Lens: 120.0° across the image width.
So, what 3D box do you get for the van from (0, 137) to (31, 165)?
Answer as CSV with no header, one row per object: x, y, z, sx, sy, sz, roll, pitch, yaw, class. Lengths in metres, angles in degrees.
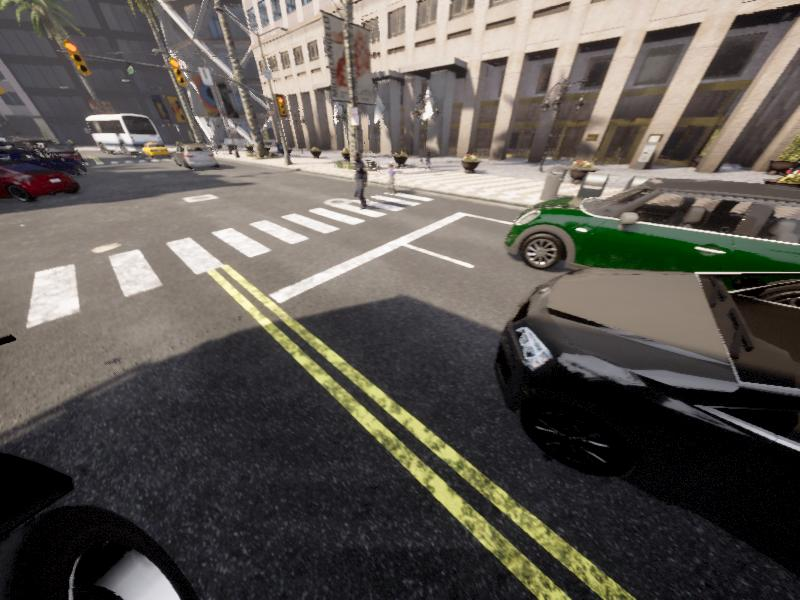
-37.013,-13.848,21.436,4.480,2.038,2.069,24,42,31,van

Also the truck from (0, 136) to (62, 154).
-54.228,-22.539,33.521,6.274,2.098,2.390,4,36,6,truck

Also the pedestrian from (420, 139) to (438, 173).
1.958,-9.730,15.610,0.751,1.860,0.751,30,45,35,pedestrian

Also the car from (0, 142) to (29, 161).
-43.254,-16.229,25.192,3.633,1.501,1.845,16,39,21,car

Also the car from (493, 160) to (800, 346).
4.504,-1.274,4.120,4.553,1.767,2.097,27,43,32,car

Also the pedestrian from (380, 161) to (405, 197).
-0.328,-5.381,10.250,0.751,1.300,0.751,25,42,30,pedestrian

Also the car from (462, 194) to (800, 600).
3.123,0.763,1.366,4.611,1.667,2.242,26,43,32,car

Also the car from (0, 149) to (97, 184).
-21.345,-8.001,13.709,1.845,1.501,3.633,-3,35,-4,car

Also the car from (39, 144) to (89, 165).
-32.895,-14.344,22.619,4.792,1.488,2.163,25,42,31,car

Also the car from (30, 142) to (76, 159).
-41.121,-17.785,27.426,3.806,1.475,1.970,17,39,23,car

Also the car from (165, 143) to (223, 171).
-17.285,-12.098,19.349,4.611,1.667,2.242,27,43,32,car

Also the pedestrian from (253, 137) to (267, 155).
-17.531,-19.327,29.015,0.751,1.860,0.751,24,42,29,pedestrian

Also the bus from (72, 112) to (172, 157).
-36.430,-21.669,30.452,10.273,4.253,3.944,15,37,20,bus

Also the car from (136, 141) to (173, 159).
-29.811,-18.254,28.035,5.366,1.575,1.801,26,43,31,car

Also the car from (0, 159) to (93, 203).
-16.657,-4.999,9.656,4.181,1.385,1.994,-3,36,-4,car

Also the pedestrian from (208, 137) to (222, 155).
-23.198,-19.295,28.955,0.751,1.860,0.751,-24,42,-30,pedestrian

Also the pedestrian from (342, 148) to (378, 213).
-1.348,-4.090,7.955,0.751,1.860,0.751,-27,44,-33,pedestrian
